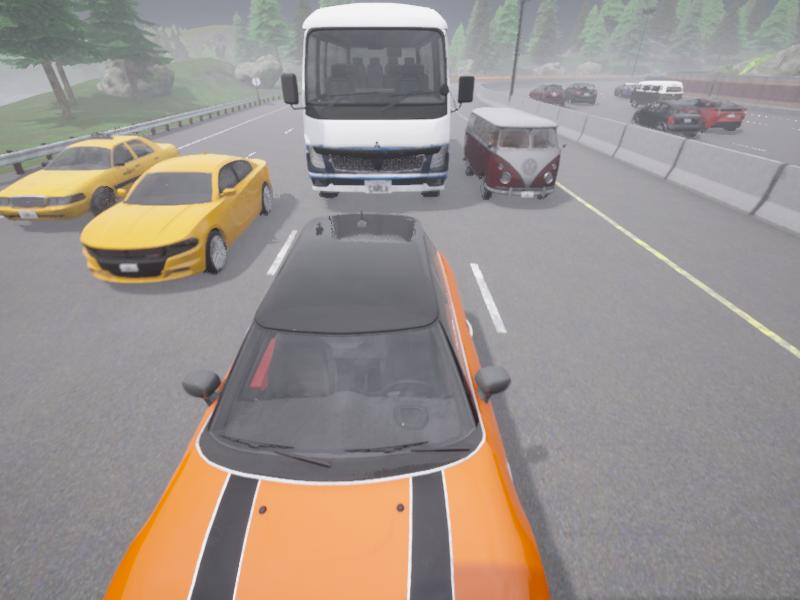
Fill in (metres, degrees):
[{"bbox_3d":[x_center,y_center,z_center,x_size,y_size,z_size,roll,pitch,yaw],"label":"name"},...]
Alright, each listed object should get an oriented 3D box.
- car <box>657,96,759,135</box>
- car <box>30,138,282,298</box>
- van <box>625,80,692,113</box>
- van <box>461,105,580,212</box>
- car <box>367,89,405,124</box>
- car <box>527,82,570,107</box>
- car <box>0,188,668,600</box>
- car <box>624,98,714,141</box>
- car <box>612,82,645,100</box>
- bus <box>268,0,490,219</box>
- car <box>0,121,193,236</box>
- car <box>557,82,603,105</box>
[{"bbox_3d":[16.726,-10.307,22.122,2.007,1.525,4.514,-1,30,-1],"label":"car"},{"bbox_3d":[-3.969,-1.955,7.821,1.882,1.535,5.008,-1,30,-1],"label":"car"},{"bbox_3d":[20.031,-15.989,31.332,2.069,2.038,4.480,0,30,-1],"label":"van"},{"bbox_3d":[2.961,-4.092,11.034,1.775,1.987,4.442,-1,30,-1],"label":"van"},{"bbox_3d":[-0.822,-12.673,26.021,2.242,1.667,4.611,0,30,-1],"label":"car"},{"bbox_3d":[13.093,-18.375,35.652,2.097,1.767,4.553,1,30,1],"label":"car"},{"bbox_3d":[-0.357,0.596,3.206,2.097,1.767,4.553,0,30,-1],"label":"car"},{"bbox_3d":[13.269,-9.129,20.085,1.789,1.549,3.705,-1,31,-1],"label":"car"},{"bbox_3d":[24.660,-22.664,43.307,1.970,1.475,3.806,6,31,11],"label":"car"},{"bbox_3d":[-0.463,-6.286,12.542,3.944,4.253,10.273,-1,30,-1],"label":"bus"},{"bbox_3d":[-7.520,-3.360,10.180,1.801,1.575,5.366,-1,30,-1],"label":"car"},{"bbox_3d":[16.624,-19.273,37.315,2.242,1.667,4.611,1,30,2],"label":"car"}]
